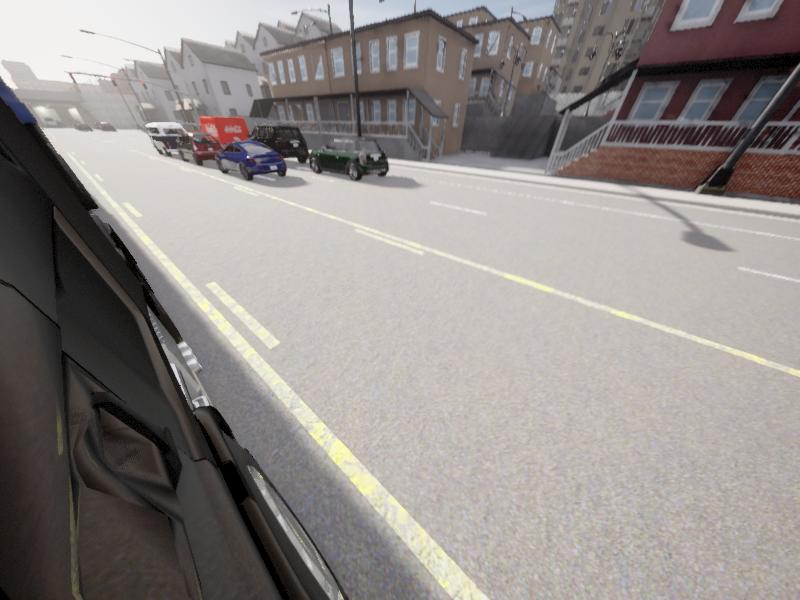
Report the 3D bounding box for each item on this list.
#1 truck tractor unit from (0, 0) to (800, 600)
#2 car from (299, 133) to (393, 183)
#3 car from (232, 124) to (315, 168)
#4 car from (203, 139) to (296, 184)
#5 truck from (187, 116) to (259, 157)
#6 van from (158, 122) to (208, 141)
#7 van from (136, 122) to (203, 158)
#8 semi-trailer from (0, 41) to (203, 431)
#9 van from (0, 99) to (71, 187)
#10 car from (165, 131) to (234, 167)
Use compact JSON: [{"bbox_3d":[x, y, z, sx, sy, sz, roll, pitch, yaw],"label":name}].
[{"bbox_3d":[-2.645,-0.295,0.351,6.516,4.208,3.053,28,44,30],"label":"truck tractor unit"},{"bbox_3d":[-2.784,-7.470,11.923,4.553,1.767,2.097,27,44,30],"label":"car"},{"bbox_3d":[-8.421,-10.376,15.401,5.566,2.045,2.150,27,44,30],"label":"car"},{"bbox_3d":[-7.442,-6.953,11.371,4.674,1.442,1.812,27,44,30],"label":"car"},{"bbox_3d":[-14.599,-13.561,19.090,5.204,2.467,2.627,28,44,31],"label":"truck"},{"bbox_3d":[-29.973,-23.400,32.133,4.442,1.987,1.775,-13,40,-18],"label":"van"},{"bbox_3d":[-17.545,-12.257,17.612,4.480,2.038,2.069,26,44,29],"label":"van"},{"bbox_3d":[-8.816,-3.468,4.195,14.254,4.402,2.717,26,43,29],"label":"semi-trailer"},{"bbox_3d":[-16.589,-6.617,9.671,5.915,2.561,1.988,25,42,30],"label":"van"},{"bbox_3d":[-12.772,-9.694,14.713,3.988,1.617,1.851,27,44,30],"label":"car"}]
